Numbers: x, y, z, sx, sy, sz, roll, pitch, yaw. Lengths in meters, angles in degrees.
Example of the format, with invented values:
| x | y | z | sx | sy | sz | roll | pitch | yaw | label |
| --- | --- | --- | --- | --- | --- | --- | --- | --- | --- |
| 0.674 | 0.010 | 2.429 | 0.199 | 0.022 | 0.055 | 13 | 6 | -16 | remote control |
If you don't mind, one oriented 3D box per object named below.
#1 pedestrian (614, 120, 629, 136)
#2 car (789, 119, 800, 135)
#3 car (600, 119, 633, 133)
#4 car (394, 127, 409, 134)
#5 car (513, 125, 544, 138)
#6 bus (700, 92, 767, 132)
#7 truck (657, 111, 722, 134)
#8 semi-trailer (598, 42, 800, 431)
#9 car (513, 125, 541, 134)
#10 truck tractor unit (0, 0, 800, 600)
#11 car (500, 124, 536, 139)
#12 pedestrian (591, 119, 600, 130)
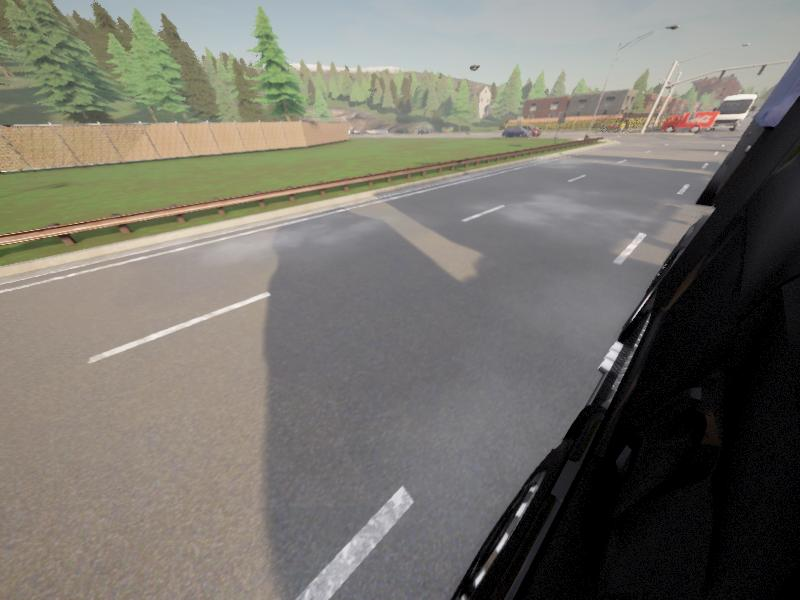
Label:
| x | y | z | sx | sy | sz | roll | pitch | yaw | label |
| --- | --- | --- | --- | --- | --- | --- | --- | --- | --- |
| 32.220 | -25.016 | 33.642 | 0.751 | 1.860 | 0.751 | -30 | 45 | -32 | pedestrian |
| 46.535 | -19.730 | 26.157 | 3.806 | 1.475 | 1.970 | -28 | 44 | -30 | car |
| 41.193 | -33.178 | 44.053 | 1.905 | 1.878 | 3.866 | -30 | 44 | -31 | car |
| 0.596 | -61.681 | 84.215 | 2.150 | 2.045 | 5.566 | -27 | 44 | -30 | car |
| 22.073 | -28.979 | 39.743 | 1.851 | 1.617 | 3.988 | -27 | 44 | -30 | car |
| 51.437 | -28.857 | 35.754 | 10.273 | 4.253 | 3.944 | -28 | 44 | -30 | bus |
| 42.249 | -25.993 | 33.926 | 2.627 | 2.467 | 5.204 | -27 | 44 | -29 | truck |
| 8.697 | -3.592 | 4.249 | 14.254 | 4.402 | 2.717 | -28 | 44 | -30 | semi-trailer |
| 29.005 | -39.033 | 52.802 | 1.801 | 1.575 | 5.366 | -20 | 40 | -22 | car |
| 2.645 | -0.295 | 0.351 | 6.516 | 4.208 | 3.053 | -28 | 44 | -30 | truck tractor unit |
| 19.296 | -27.703 | 38.037 | 2.097 | 1.767 | 4.553 | -27 | 44 | -30 | car |
| 44.278 | -39.623 | 52.218 | 0.751 | 1.860 | 0.751 | -28 | 44 | -30 | pedestrian |
